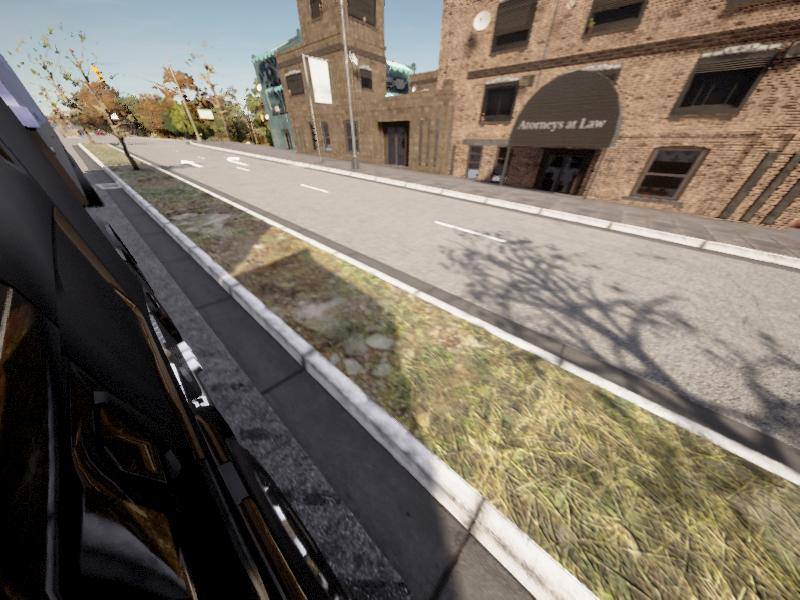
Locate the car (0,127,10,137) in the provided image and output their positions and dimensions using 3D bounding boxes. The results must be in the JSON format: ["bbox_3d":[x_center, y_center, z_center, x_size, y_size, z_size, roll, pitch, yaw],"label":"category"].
[{"bbox_3d":[-80.712,-32.598,44.761,2.163,1.488,4.792,13,38,16],"label":"car"}]

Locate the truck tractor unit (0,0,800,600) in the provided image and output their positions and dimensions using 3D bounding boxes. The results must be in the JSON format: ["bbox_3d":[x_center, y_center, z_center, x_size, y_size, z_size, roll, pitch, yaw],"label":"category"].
[{"bbox_3d":[-2.645,-0.295,0.351,6.516,4.208,3.053,28,44,30],"label":"truck tractor unit"}]

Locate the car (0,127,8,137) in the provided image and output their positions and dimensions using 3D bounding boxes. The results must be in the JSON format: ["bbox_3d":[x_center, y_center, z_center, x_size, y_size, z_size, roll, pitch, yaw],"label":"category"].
[{"bbox_3d":[-78.381,-31.749,43.181,1.878,1.987,4.442,12,38,16],"label":"car"}]

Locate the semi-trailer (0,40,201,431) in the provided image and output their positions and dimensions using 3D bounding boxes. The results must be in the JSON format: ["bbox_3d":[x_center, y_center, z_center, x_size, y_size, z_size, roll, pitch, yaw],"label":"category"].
[{"bbox_3d":[-8.706,-3.570,4.265,14.254,4.402,2.717,28,43,30],"label":"semi-trailer"}]

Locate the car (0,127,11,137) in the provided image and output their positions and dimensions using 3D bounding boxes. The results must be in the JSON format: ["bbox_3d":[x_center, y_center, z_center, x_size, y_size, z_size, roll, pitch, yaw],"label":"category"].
[{"bbox_3d":[-76.075,-30.468,41.821,1.946,1.575,5.366,12,38,16],"label":"car"}]
